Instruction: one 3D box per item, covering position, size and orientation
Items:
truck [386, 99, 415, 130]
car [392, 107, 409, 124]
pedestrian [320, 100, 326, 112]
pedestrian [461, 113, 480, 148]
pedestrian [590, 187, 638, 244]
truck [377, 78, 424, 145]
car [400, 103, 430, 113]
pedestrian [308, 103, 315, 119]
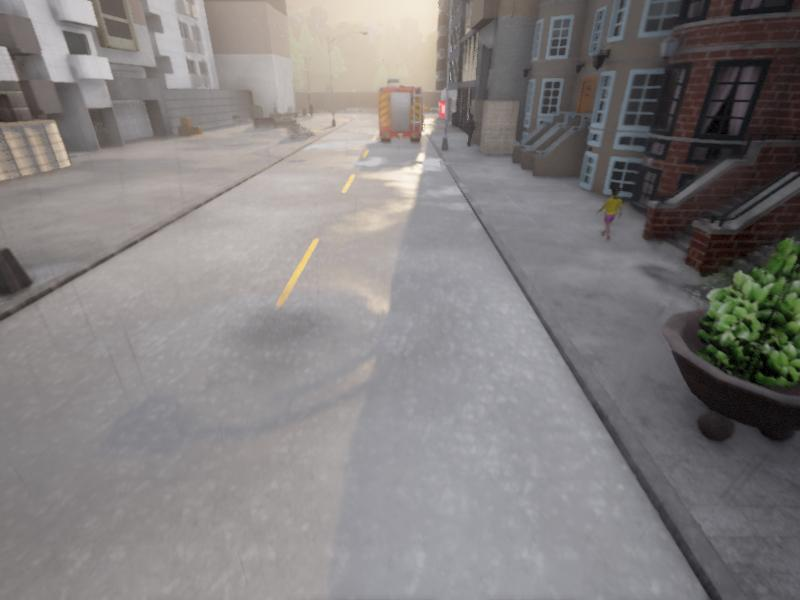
[{"bbox_3d":[0.045,-17.865,38.388,2.627,2.467,5.204,0,27,0],"label":"truck"},{"bbox_3d":[0.054,-21.180,45.851,1.837,1.490,4.892,0,27,0],"label":"car"},{"bbox_3d":[-13.495,-33.956,69.930,0.751,1.860,0.751,-8,28,-14],"label":"pedestrian"},{"bbox_3d":[4.119,-9.908,23.379,0.751,1.860,0.751,-4,28,-7],"label":"pedestrian"},{"bbox_3d":[4.554,-1.812,8.566,0.500,1.100,0.500,-2,27,-3],"label":"pedestrian"},{"bbox_3d":[0.039,-13.750,28.966,2.891,3.827,8.468,0,27,0],"label":"truck"},{"bbox_3d":[2.452,-32.443,67.544,5.008,1.535,1.882,0,27,0],"label":"car"},{"bbox_3d":[-11.044,-23.595,49.936,0.751,1.860,0.751,-5,28,-9],"label":"pedestrian"}]
